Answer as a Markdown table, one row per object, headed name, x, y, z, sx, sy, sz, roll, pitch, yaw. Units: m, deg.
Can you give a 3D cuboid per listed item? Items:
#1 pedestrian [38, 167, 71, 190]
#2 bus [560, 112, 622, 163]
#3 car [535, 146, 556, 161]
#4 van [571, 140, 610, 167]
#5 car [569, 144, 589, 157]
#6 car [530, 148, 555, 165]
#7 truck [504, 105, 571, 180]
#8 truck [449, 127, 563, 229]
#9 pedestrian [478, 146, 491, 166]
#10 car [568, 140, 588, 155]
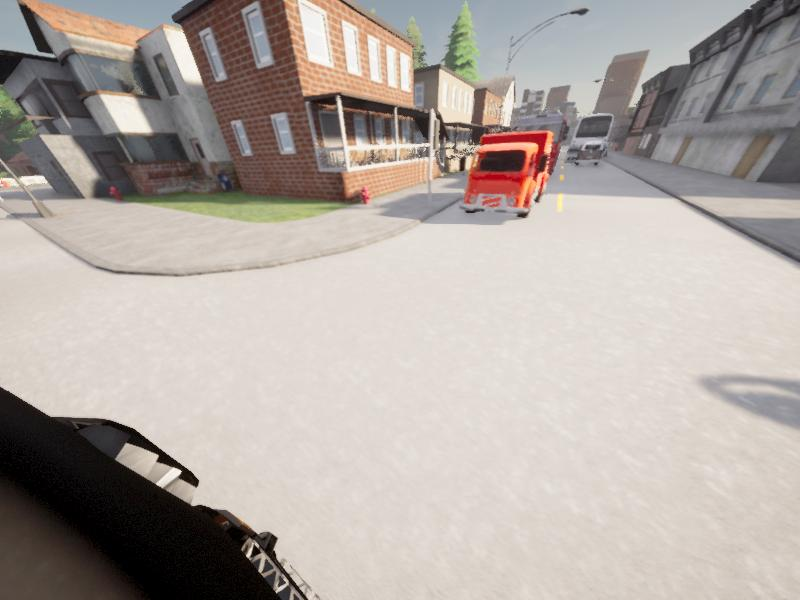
| name | x | y | z | sx | sy | sz | roll | pitch | yaw |
| --- | --- | --- | --- | --- | --- | --- | --- | --- | --- |
| pedestrian | -32.980 | -11.630 | 22.116 | 0.751 | 1.860 | 0.751 | -18 | 36 | -22 |
| bus | 22.794 | -19.788 | 28.436 | 3.944 | 4.253 | 10.273 | 16 | 38 | 26 |
| car | 19.687 | -19.798 | 31.147 | 1.882 | 1.535 | 5.008 | 16 | 38 | 26 |
| van | 18.377 | -14.338 | 22.510 | 2.069 | 2.038 | 4.480 | 16 | 38 | 26 |
| car | 27.931 | -23.519 | 36.189 | 2.007 | 1.525 | 4.514 | 16 | 38 | 26 |
| car | 16.246 | -16.337 | 26.309 | 1.994 | 1.385 | 4.181 | 15 | 37 | 25 |
| truck | 10.790 | -12.005 | 17.915 | 2.891 | 3.827 | 8.468 | 16 | 38 | 26 |
| truck | 4.135 | -4.818 | 8.727 | 2.627 | 2.467 | 5.204 | 16 | 38 | 27 |
| pedestrian | 9.254 | -15.752 | 25.258 | 0.751 | 1.860 | 0.751 | -29 | 42 | -34 |
| car | 31.584 | -27.325 | 41.215 | 2.150 | 2.045 | 5.566 | 16 | 38 | 26 |
